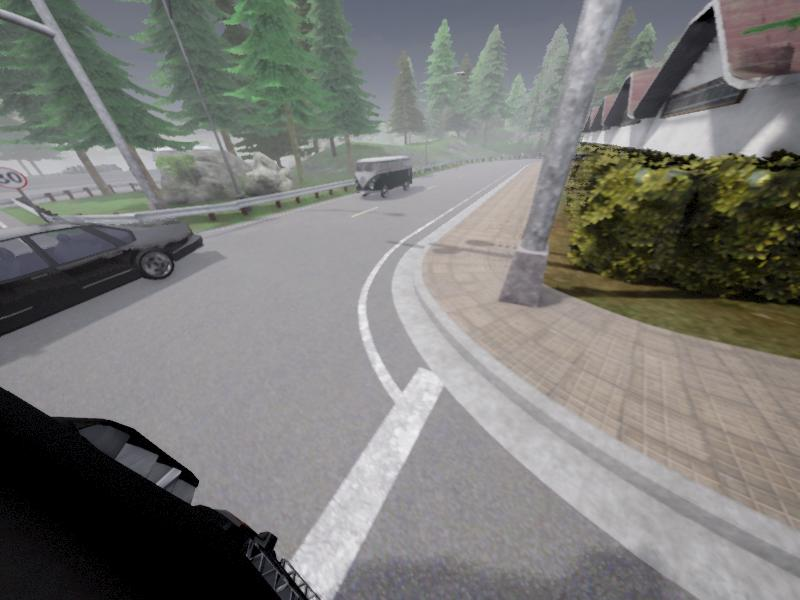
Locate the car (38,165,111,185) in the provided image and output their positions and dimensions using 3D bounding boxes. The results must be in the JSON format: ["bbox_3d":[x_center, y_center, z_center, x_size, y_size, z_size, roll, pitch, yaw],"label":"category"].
[{"bbox_3d":[-47.057,-18.230,33.642,2.150,2.045,5.566,16,37,26],"label":"car"}]

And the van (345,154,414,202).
[{"bbox_3d":[-0.980,-7.431,13.858,1.775,1.987,4.442,16,38,26],"label":"van"}]

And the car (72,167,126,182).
[{"bbox_3d":[-48.583,-20.408,37.437,2.033,1.649,4.856,16,37,26],"label":"car"}]

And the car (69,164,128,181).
[{"bbox_3d":[-51.220,-21.841,39.430,2.150,2.045,5.566,16,38,26],"label":"car"}]

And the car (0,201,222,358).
[{"bbox_3d":[-6.507,-0.427,3.990,2.033,1.411,5.357,5,34,12],"label":"car"}]

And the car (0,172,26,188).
[{"bbox_3d":[-56.481,-16.403,31.950,2.242,1.667,4.611,16,39,26],"label":"car"}]

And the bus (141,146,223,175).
[{"bbox_3d":[-42.335,-27.678,45.586,3.944,4.253,10.273,16,38,26],"label":"bus"}]
